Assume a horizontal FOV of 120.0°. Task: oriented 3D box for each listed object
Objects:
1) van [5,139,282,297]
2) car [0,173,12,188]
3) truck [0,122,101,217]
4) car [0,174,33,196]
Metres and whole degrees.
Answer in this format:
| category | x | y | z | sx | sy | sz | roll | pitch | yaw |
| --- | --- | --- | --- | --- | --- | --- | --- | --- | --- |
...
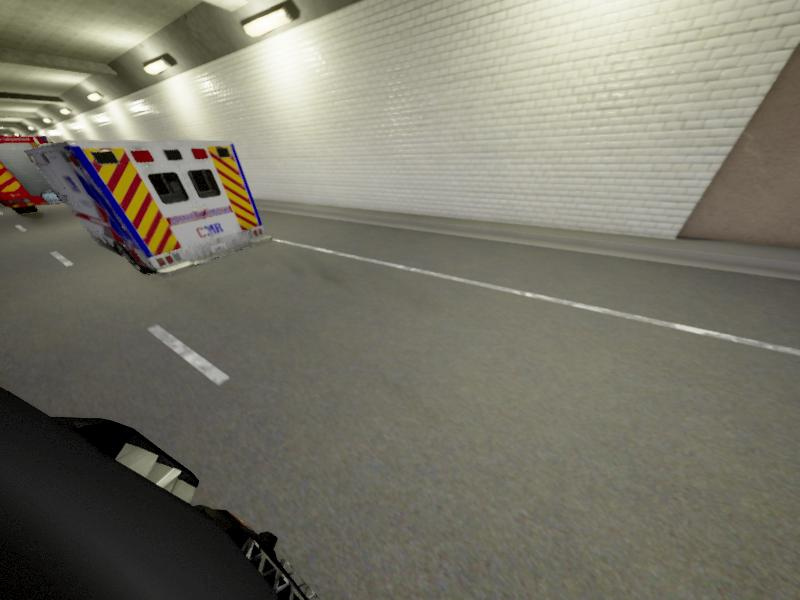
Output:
| category | x | y | z | sx | sy | sz | roll | pitch | yaw |
| --- | --- | --- | --- | --- | --- | --- | --- | --- | --- |
| van | -6.470 | -2.452 | 5.894 | 6.366 | 2.431 | 2.351 | 16 | 38 | 26 |
| car | -48.318 | -14.133 | 27.236 | 3.633 | 1.501 | 1.845 | 16 | 38 | 26 |
| truck | -22.030 | -7.511 | 13.341 | 8.468 | 3.827 | 2.891 | 16 | 38 | 26 |
| car | -36.191 | -10.606 | 21.149 | 4.674 | 1.442 | 1.812 | 16 | 38 | 26 |
